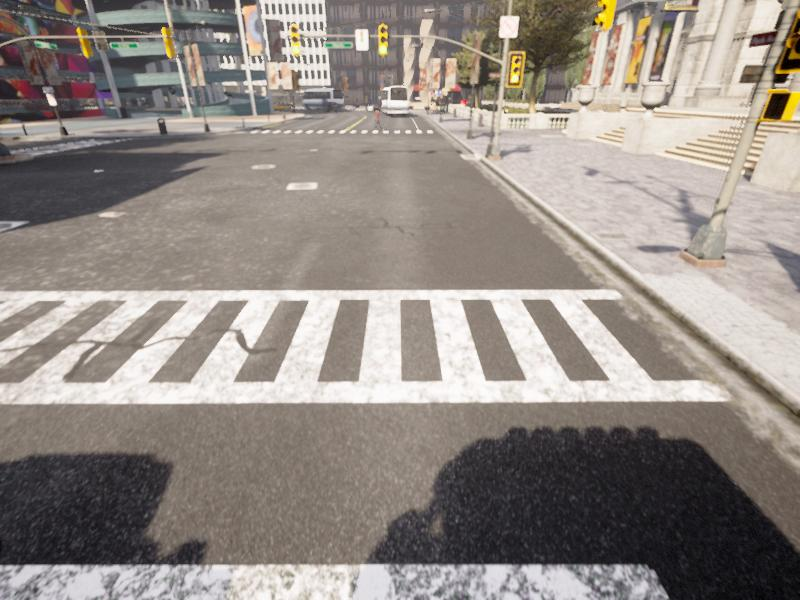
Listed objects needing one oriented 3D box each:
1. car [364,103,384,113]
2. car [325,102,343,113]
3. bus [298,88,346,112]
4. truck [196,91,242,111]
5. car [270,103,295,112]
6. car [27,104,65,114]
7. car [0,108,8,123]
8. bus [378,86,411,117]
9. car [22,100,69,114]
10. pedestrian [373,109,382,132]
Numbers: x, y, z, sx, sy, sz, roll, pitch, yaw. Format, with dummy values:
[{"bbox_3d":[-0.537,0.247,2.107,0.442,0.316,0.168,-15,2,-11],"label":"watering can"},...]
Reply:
[{"bbox_3d":[-5.088,-37.211,77.561,2.038,1.542,4.974,-14,30,-25],"label":"car"},{"bbox_3d":[-12.646,-36.944,76.739,1.905,1.878,3.866,-16,31,-28],"label":"car"},{"bbox_3d":[-16.639,-42.627,85.217,10.273,4.253,3.944,21,34,35],"label":"bus"},{"bbox_3d":[-40.124,-44.180,88.736,8.468,3.827,2.891,5,28,9],"label":"truck"},{"bbox_3d":[-24.645,-40.355,83.768,5.366,1.575,1.801,18,32,32],"label":"car"},{"bbox_3d":[-62.247,-33.573,70.432,4.514,1.523,2.007,0,27,0],"label":"car"},{"bbox_3d":[-50.074,-21.797,47.328,4.902,1.511,2.128,0,27,0],"label":"car"},{"bbox_3d":[-1.125,-32.808,66.037,3.944,4.253,10.273,-4,27,-9],"label":"bus"},{"bbox_3d":[-62.188,-33.922,70.254,5.566,2.045,2.435,0,27,0],"label":"car"},{"bbox_3d":[-2.043,-16.482,36.736,0.751,1.860,0.751,-1,27,-2],"label":"pedestrian"}]
